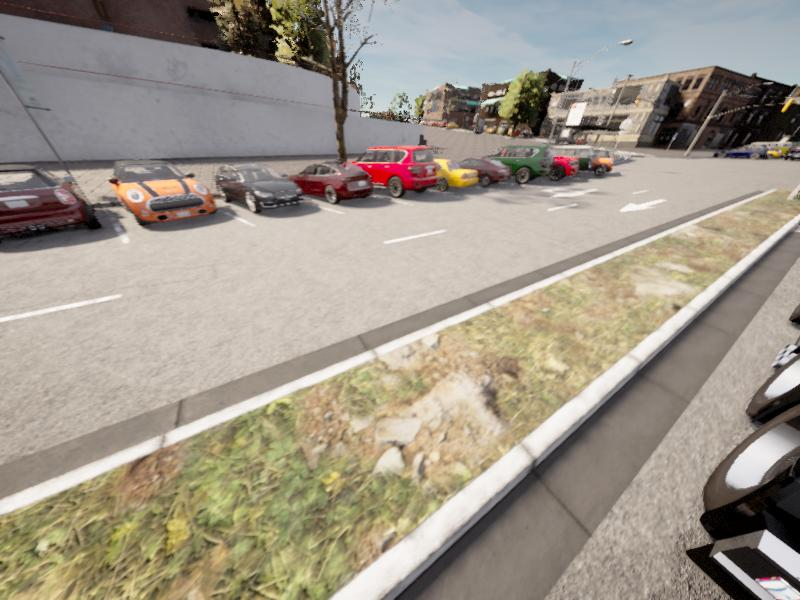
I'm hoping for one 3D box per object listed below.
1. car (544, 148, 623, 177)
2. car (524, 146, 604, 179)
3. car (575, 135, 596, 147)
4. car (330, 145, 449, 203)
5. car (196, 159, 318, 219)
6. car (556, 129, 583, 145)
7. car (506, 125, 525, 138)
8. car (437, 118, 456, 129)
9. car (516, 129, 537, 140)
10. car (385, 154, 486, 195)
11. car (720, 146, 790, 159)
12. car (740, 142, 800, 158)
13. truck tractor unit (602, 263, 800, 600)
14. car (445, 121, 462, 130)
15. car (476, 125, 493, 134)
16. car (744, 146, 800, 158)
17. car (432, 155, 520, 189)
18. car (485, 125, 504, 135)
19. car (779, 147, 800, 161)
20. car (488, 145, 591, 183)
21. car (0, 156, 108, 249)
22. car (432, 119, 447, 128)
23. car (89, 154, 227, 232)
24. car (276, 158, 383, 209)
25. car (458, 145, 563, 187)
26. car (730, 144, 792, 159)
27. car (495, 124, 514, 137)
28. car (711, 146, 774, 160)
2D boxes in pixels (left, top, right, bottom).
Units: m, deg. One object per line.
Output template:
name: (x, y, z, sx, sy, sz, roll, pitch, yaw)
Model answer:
car: (15.032, -11.507, 19.160, 4.553, 1.767, 2.185, 26, 42, 33)
car: (12.467, -10.740, 17.853, 4.442, 1.987, 1.878, 26, 41, 33)
car: (32.589, -27.877, 40.584, 2.002, 1.452, 4.674, 31, 44, 28)
car: (-0.704, -6.622, 11.753, 5.566, 2.045, 2.435, 25, 42, 32)
car: (-5.882, -4.719, 9.411, 4.892, 1.521, 2.231, 25, 41, 32)
car: (31.145, -29.842, 42.412, 2.435, 2.045, 5.566, 31, 44, 28)
car: (25.145, -36.663, 50.300, 1.878, 1.987, 4.442, 31, 44, 28)
car: (13.278, -50.511, 66.233, 2.435, 2.045, 5.566, 30, 44, 27)
car: (26.669, -34.809, 48.520, 2.231, 1.521, 4.892, 31, 44, 28)
car: (1.779, -7.316, 13.215, 5.366, 1.575, 1.946, 25, 42, 32)
car: (51.770, -21.717, 33.945, 1.946, 1.575, 5.366, -29, 43, -36)
car: (57.238, -23.317, 35.895, 1.878, 1.987, 4.442, -28, 43, -35)
truck tractor unit: (5.110, -0.301, 0.783, 6.516, 4.208, 3.053, -18, 39, -24)
car: (14.902, -48.690, 64.545, 1.946, 1.575, 5.366, 30, 44, 28)
car: (20.757, -41.693, 56.522, 2.002, 1.452, 4.674, 31, 44, 28)
car: (59.924, -23.856, 37.091, 2.231, 1.521, 4.892, -28, 43, -35)
car: (4.529, -8.052, 14.373, 4.674, 1.452, 2.002, 25, 42, 32)
car: (22.357, -40.077, 54.619, 1.946, 1.575, 5.366, 31, 44, 28)
car: (52.904, -19.118, 30.223, 4.902, 1.511, 2.128, -14, 37, -20)
car: (9.780, -9.963, 16.665, 5.566, 2.045, 2.435, 25, 41, 33)
car: (-11.057, -3.113, 6.840, 4.553, 1.767, 2.185, 25, 42, 32)
car: (11.729, -52.142, 68.298, 2.185, 1.767, 4.553, 30, 43, 28)
car: (-8.502, -3.987, 8.115, 4.553, 1.767, 2.185, 25, 41, 32)
car: (-3.306, -5.545, 10.671, 4.792, 1.488, 2.163, 25, 42, 32)
car: (7.115, -9.144, 15.460, 5.566, 2.045, 2.435, 25, 42, 32)
car: (54.373, -22.603, 35.030, 2.185, 1.767, 4.553, -28, 43, -35)
car: (23.662, -38.393, 52.295, 1.878, 1.987, 4.442, 31, 44, 28)
car: (48.857, -21.155, 33.192, 2.163, 1.488, 4.792, -30, 44, -36)
